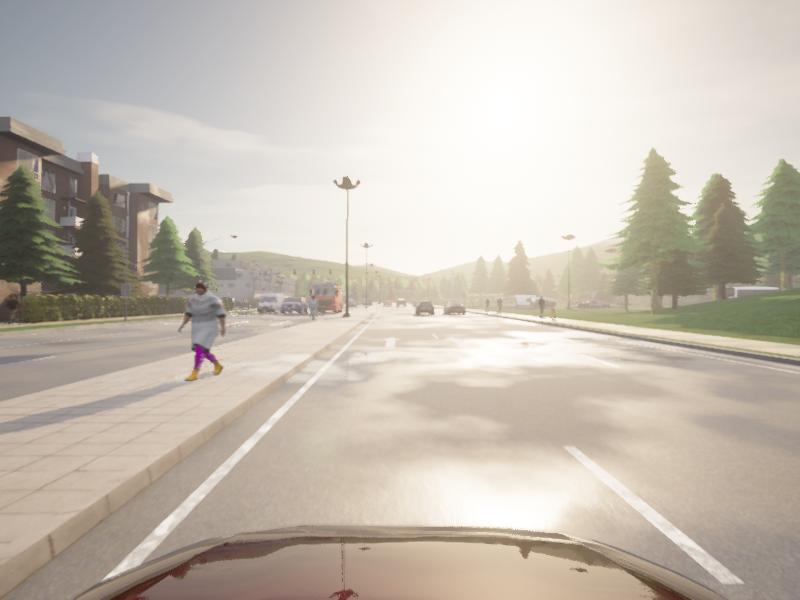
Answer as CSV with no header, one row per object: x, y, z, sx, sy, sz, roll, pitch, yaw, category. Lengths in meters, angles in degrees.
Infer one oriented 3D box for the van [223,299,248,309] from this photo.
-33.477,0.726,81.402,4.442,1.987,1.775,0,0,0,van

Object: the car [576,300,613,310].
32.810,0.881,67.628,5.238,1.638,1.930,0,0,0,car

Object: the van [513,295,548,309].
24.315,0.422,74.553,5.915,2.561,1.988,0,0,0,van

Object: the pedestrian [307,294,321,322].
-5.734,0.527,26.654,0.751,1.860,0.751,0,0,0,pedestrian

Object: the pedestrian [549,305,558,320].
11.272,0.901,29.437,0.500,1.100,0.500,0,0,1,pedestrian

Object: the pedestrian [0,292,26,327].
-21.494,0.519,22.209,0.751,1.860,0.751,0,0,0,pedestrian

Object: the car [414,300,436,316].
2.776,0.851,45.685,2.033,1.649,4.856,0,0,-2,car

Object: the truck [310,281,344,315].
-8.883,-0.243,49.436,2.891,3.827,8.468,0,0,-2,truck

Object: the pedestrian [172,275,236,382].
-3.617,0.497,7.426,0.751,1.860,0.751,0,0,16,pedestrian

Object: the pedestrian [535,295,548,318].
11.696,0.527,33.106,0.751,1.860,0.751,0,0,0,pedestrian

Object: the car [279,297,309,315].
-12.290,0.640,46.899,2.150,2.045,5.566,0,0,-2,car

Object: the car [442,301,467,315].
6.233,0.900,46.304,2.038,1.542,4.974,0,0,-2,car

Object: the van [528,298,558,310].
25.376,0.689,71.066,4.480,2.038,2.069,0,0,0,van

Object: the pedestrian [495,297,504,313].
11.425,0.547,45.885,0.751,1.860,0.751,0,0,-4,pedestrian

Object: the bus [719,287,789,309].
69.410,-0.410,78.562,10.273,4.253,3.944,0,0,0,bus

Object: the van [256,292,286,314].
-15.884,0.401,49.520,1.988,2.561,5.915,0,0,-2,van
